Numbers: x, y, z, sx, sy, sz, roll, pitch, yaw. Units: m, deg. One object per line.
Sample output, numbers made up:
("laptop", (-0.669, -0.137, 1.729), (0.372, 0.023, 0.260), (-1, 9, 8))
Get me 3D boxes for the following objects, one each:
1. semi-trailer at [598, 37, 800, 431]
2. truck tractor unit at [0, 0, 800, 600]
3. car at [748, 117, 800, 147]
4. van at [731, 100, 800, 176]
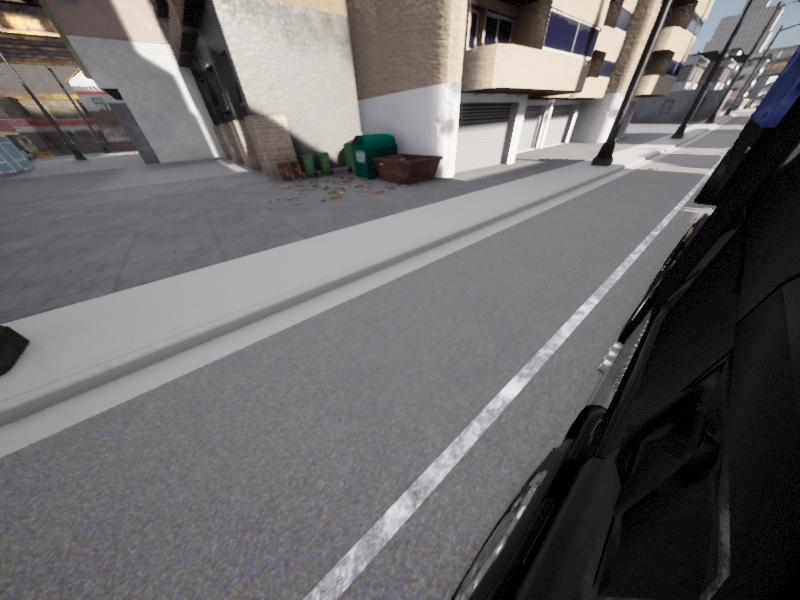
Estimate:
("semi-trailer", (8.664, -3.629, 4.260), (14.254, 4.402, 2.717), (-29, 44, -30))
("truck tractor unit", (2.645, -0.295, 0.351), (6.516, 4.208, 3.053), (-28, 44, -30))
("car", (28.006, -12.364, 16.923), (4.902, 1.511, 2.128), (-28, 44, -28))
("van", (18.213, -7.572, 10.577), (6.366, 2.431, 2.351), (-27, 43, -29))
